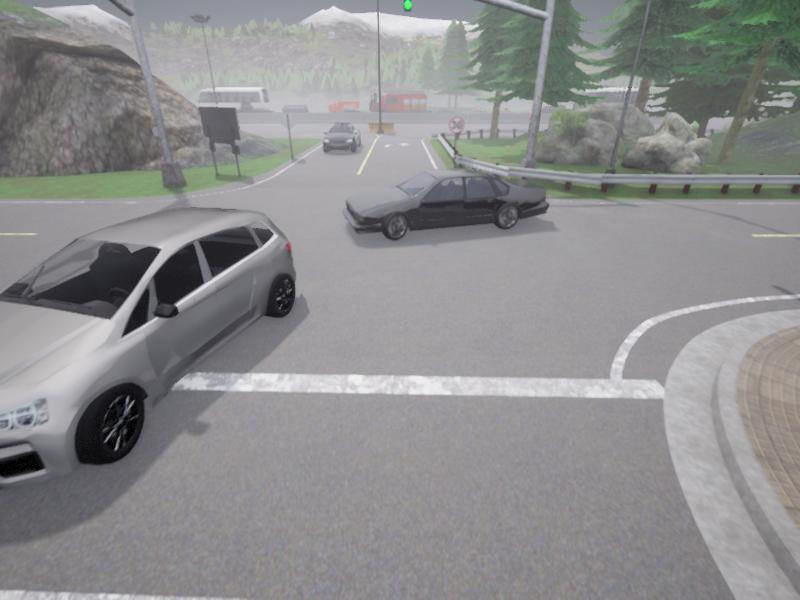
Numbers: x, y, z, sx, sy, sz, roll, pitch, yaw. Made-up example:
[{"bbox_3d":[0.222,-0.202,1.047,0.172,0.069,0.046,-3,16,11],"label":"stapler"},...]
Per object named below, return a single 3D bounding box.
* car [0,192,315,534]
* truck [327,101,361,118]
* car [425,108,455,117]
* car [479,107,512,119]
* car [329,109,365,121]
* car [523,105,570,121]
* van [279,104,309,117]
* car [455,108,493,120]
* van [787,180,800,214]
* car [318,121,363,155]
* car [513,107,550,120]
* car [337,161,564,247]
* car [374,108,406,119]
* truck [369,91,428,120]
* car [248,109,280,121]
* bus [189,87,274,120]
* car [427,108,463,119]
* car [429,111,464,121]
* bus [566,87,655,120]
[{"bbox_3d":[-3.196,-0.034,5.002,2.242,1.667,4.611,7,26,14],"label":"car"},{"bbox_3d":[-9.239,-31.658,66.283,5.204,2.467,2.627,0,27,0],"label":"truck"},{"bbox_3d":[6.563,-31.119,66.522,4.718,1.301,1.895,0,27,0],"label":"car"},{"bbox_3d":[15.078,-29.617,63.339,4.611,1.667,2.242,0,27,0],"label":"car"},{"bbox_3d":[-7.503,-26.441,57.154,4.892,1.490,1.837,0,27,0],"label":"car"},{"bbox_3d":[20.785,-26.653,56.980,5.566,2.045,2.150,0,27,0],"label":"car"},{"bbox_3d":[-17.562,-31.452,66.408,4.442,1.987,1.775,0,27,0],"label":"van"},{"bbox_3d":[11.102,-28.032,60.229,5.366,1.575,1.801,0,27,0],"label":"car"},{"bbox_3d":[14.487,-3.333,11.431,4.442,1.987,1.775,0,27,0],"label":"van"},{"bbox_3d":[-3.577,-10.155,24.840,2.038,1.542,4.974,0,27,0],"label":"car"},{"bbox_3d":[19.734,-28.068,60.190,4.856,1.649,2.033,0,27,0],"label":"car"},{"bbox_3d":[1.235,-2.649,10.480,5.357,1.411,2.033,-8,28,-15],"label":"car"},{"bbox_3d":[-1.525,-29.596,63.389,4.902,1.511,2.128,0,27,0],"label":"car"},{"bbox_3d":[-0.245,-29.063,59.733,8.468,3.827,2.891,0,27,0],"label":"truck"},{"bbox_3d":[-19.401,-26.445,57.177,3.806,1.475,1.970,0,27,0],"label":"car"},{"bbox_3d":[-24.812,-29.230,59.563,10.273,4.253,3.944,0,27,0],"label":"bus"},{"bbox_3d":[7.094,-29.571,63.384,5.357,1.411,2.033,0,27,0],"label":"car"},{"bbox_3d":[6.639,-26.334,57.176,4.718,1.301,1.895,0,27,0],"label":"car"},{"bbox_3d":[31.010,-29.163,59.469,10.273,4.253,3.944,0,27,0],"label":"bus"}]
